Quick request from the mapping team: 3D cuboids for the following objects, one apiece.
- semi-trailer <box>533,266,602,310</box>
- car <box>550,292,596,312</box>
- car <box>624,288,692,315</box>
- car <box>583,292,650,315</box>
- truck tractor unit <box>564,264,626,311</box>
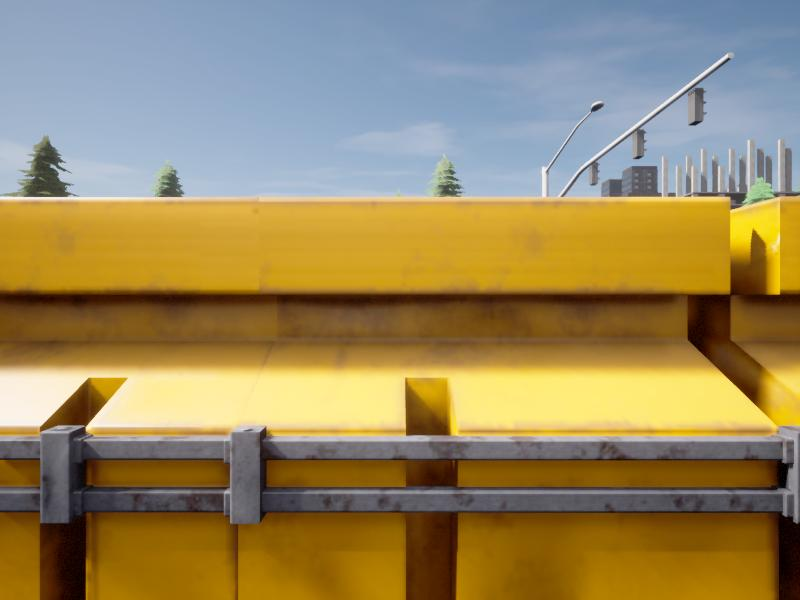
[{"bbox_3d":[19.116,-1.221,47.057,2.717,4.402,14.254,0,0,2],"label":"semi-trailer"},{"bbox_3d":[15.170,0.168,35.363,1.930,1.638,5.238,0,0,2],"label":"car"},{"bbox_3d":[18.474,0.091,28.975,2.097,1.767,4.553,0,0,2],"label":"car"},{"bbox_3d":[14.937,0.233,27.992,2.128,1.511,4.902,0,0,2],"label":"car"},{"bbox_3d":[18.799,-1.119,39.152,3.053,4.208,6.516,0,0,2],"label":"truck tractor unit"}]
